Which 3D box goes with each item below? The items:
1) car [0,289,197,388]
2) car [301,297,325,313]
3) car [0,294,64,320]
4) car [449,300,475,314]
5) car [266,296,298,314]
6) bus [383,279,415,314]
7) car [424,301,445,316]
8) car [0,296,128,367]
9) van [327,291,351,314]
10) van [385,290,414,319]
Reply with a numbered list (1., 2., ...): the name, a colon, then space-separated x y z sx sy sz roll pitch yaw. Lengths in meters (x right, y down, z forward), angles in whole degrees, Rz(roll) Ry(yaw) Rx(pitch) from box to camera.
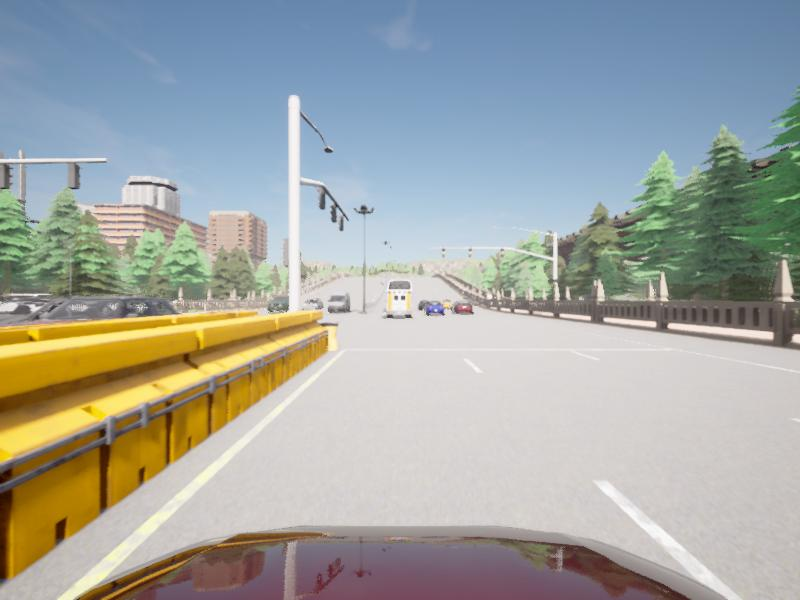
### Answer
1. car: -7.002 0.686 9.443 2.097 1.767 4.553 0 0 0
2. car: -10.509 0.599 48.585 1.932 1.855 4.605 0 0 0
3. car: -30.609 0.537 32.115 5.566 2.045 2.150 0 0 2
4. car: 6.992 0.803 45.575 2.163 1.488 4.792 0 0 0
5. car: -14.014 0.514 47.863 2.150 2.045 5.566 0 1 0
6. bus: -0.132 -0.617 53.759 3.944 4.253 10.273 0 3 0
7. car: 3.491 0.815 41.009 1.816 1.474 4.193 0 0 0
8. car: -10.502 0.746 11.495 2.242 1.667 4.611 0 0 0
9. van: -7.015 0.272 46.664 1.988 2.561 5.915 0 0 0
10. van: -0.079 0.344 36.412 2.351 2.431 6.366 0 0 -1
